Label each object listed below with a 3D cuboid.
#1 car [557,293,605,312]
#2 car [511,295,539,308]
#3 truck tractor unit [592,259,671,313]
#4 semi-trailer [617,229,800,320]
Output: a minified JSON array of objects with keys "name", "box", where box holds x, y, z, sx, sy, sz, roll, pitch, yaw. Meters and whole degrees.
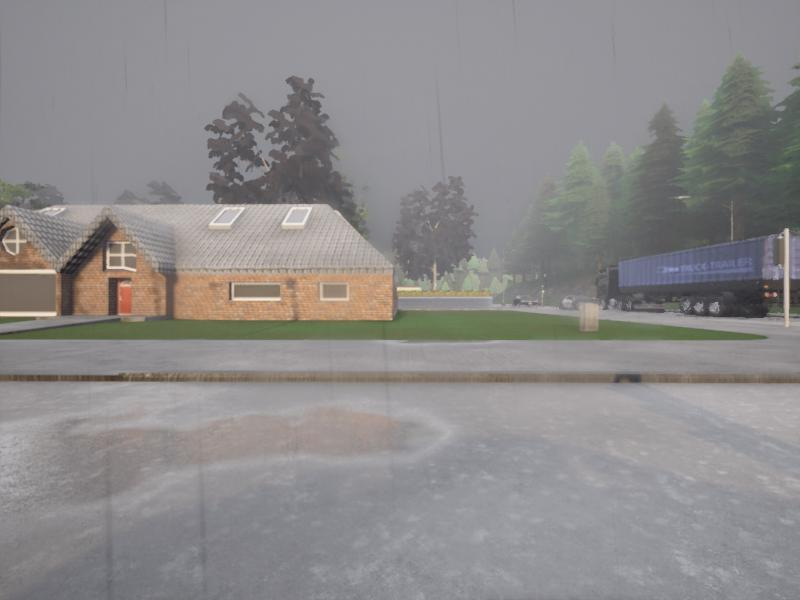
[{"name":"car","box":[15.632,0.223,34.892,2.038,1.542,4.974,0,0,1]},{"name":"car","box":[15.895,0.179,51.154,2.152,1.651,5.027,0,0,1]},{"name":"truck tractor unit","box":[19.620,-1.123,34.438,3.053,4.208,6.516,0,0,1]},{"name":"semi-trailer","box":[19.326,-1.220,26.531,2.717,4.402,14.254,0,0,3]}]
